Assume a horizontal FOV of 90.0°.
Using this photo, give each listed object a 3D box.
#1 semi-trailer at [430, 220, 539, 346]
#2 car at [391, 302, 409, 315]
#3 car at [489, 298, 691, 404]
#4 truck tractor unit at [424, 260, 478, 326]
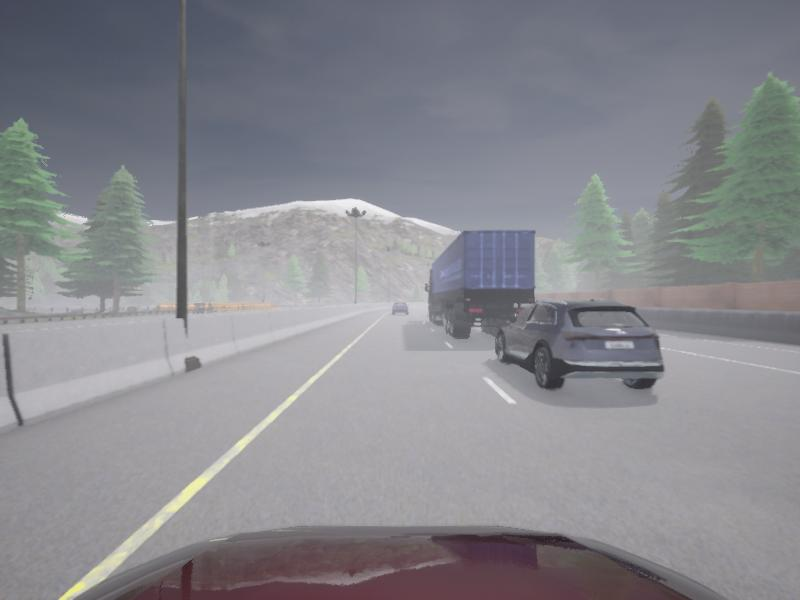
[{"bbox_3d":[3.501,-0.584,21.143,2.717,4.402,14.254,0,0,0],"label":"semi-trailer"},{"bbox_3d":[0.042,0.966,48.426,2.033,1.411,5.357,0,0,1],"label":"car"},{"bbox_3d":[3.487,0.791,8.623,2.033,1.649,4.856,0,0,0],"label":"car"},{"bbox_3d":[3.494,-0.475,29.056,3.053,4.208,6.516,0,0,0],"label":"truck tractor unit"}]
